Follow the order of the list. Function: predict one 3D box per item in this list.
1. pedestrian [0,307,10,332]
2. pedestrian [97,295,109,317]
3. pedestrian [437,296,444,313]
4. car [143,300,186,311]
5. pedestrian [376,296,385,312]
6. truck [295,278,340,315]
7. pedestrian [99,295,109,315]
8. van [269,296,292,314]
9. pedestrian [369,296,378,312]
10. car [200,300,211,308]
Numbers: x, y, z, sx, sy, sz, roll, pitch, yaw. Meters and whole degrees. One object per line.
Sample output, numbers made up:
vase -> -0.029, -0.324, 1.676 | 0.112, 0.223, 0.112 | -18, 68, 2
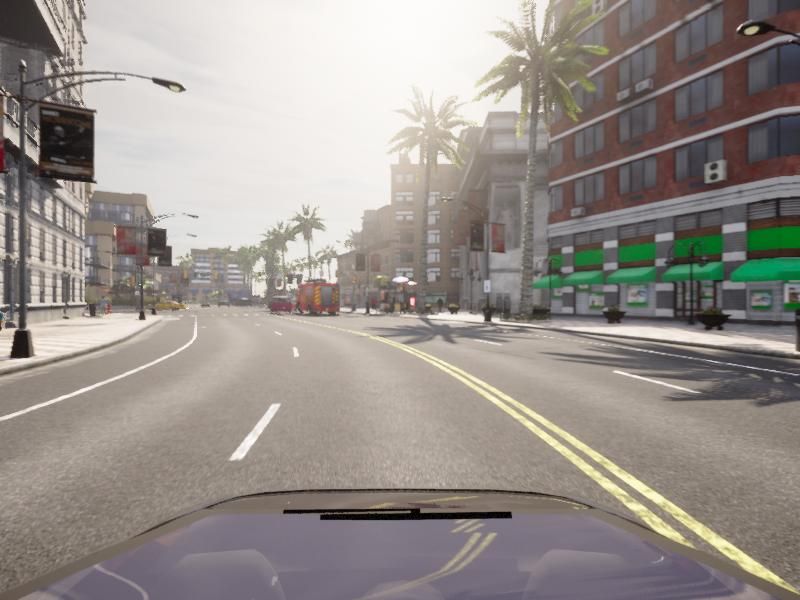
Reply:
pedestrian -> -18.037, 0.870, 18.032 | 0.500, 1.100, 0.500 | 0, 0, -28
pedestrian -> -25.602, 0.490, 34.506 | 0.751, 1.860, 0.751 | 0, 0, -29
pedestrian -> 4.471, 0.479, 44.273 | 0.751, 1.860, 0.751 | 0, 0, 3
car -> -35.303, 0.805, 60.113 | 5.366, 1.575, 1.801 | 0, 0, -15
pedestrian -> -2.311, 0.473, 47.328 | 0.751, 1.860, 0.751 | 0, 0, 25
truck -> -9.526, -0.328, 45.573 | 2.891, 3.827, 8.468 | 0, 0, -27
pedestrian -> -28.915, 0.491, 39.082 | 0.751, 1.860, 0.751 | 0, 0, -43
van -> -13.891, 0.594, 46.419 | 1.775, 1.987, 4.442 | 0, 0, -27
pedestrian -> -3.122, 0.474, 47.674 | 0.751, 1.860, 0.751 | 0, 0, 33
car -> -40.505, 0.788, 83.288 | 1.851, 1.617, 3.988 | 0, 0, -27
